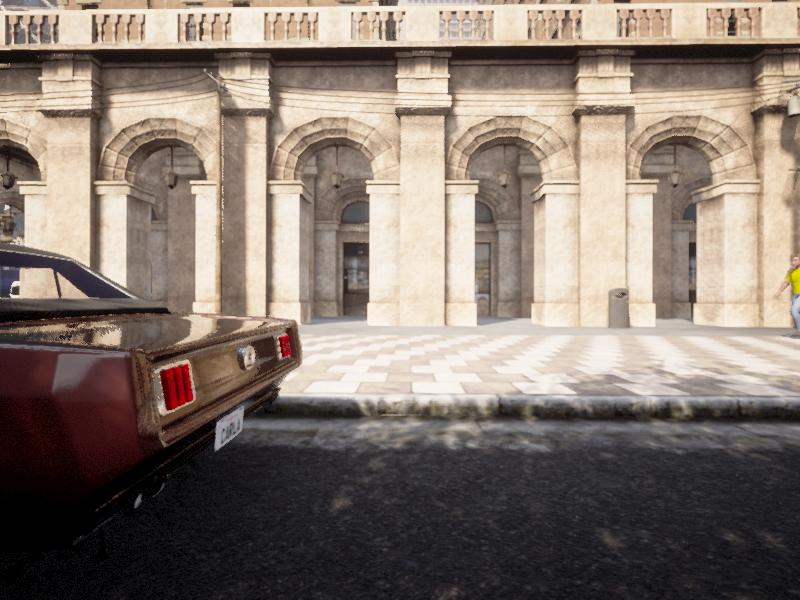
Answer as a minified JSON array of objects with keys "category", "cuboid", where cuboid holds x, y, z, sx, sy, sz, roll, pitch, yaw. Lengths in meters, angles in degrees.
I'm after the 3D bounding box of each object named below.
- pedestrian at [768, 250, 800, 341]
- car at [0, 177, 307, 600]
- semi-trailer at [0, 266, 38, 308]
[{"category":"pedestrian","cuboid":[8.572,-0.097,8.527,0.751,1.860,0.751,0,0,2]},{"category":"car","cuboid":[-3.057,0.331,2.008,4.718,1.301,1.895,0,0,1]},{"category":"semi-trailer","cuboid":[-42.914,-1.323,38.686,2.717,4.402,14.254,0,0,1]}]
